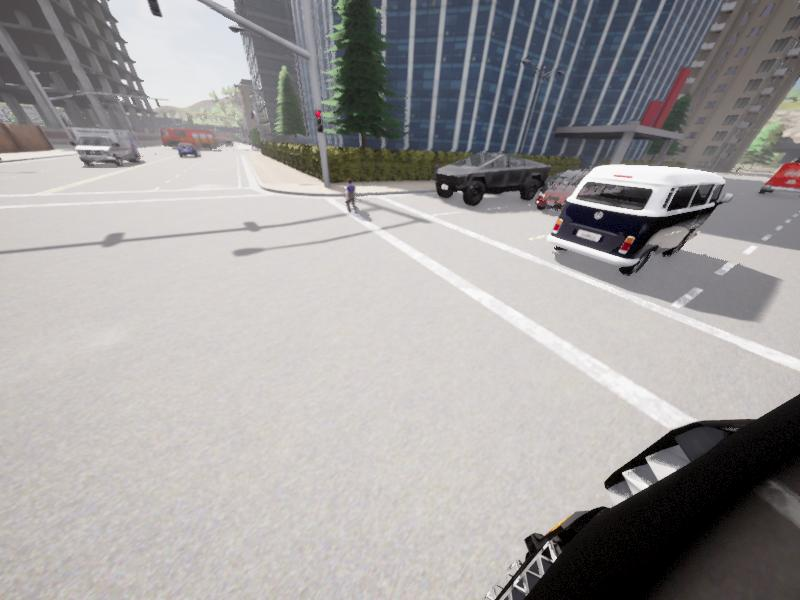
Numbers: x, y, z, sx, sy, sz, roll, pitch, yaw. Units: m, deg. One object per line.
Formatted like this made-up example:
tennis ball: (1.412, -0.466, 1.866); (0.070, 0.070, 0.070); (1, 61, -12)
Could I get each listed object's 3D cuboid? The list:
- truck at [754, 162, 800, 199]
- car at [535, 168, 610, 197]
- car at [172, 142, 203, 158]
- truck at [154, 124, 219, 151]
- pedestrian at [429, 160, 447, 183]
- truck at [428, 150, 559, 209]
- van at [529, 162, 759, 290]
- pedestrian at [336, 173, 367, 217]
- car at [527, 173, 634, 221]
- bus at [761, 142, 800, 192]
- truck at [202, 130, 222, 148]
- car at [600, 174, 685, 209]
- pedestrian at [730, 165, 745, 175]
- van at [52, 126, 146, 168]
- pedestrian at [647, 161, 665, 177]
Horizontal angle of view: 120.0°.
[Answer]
truck: (34.302, -10.407, 19.987); (5.204, 2.467, 2.627); (-16, 38, -26)
car: (11.562, -7.959, 15.500); (4.674, 1.442, 1.812); (-16, 38, -26)
car: (-27.653, -19.653, 30.251); (2.007, 1.525, 4.514); (-15, 37, -25)
truck: (-41.495, -31.839, 45.531); (8.468, 3.827, 2.891); (-17, 38, -27)
pedestrian: (2.665, -9.082, 16.340); (0.751, 1.300, 0.751); (-16, 38, -26)
truck: (4.781, -6.290, 11.877); (6.274, 2.098, 2.390); (-16, 38, -26)
van: (5.870, -2.112, 5.698); (4.480, 2.038, 2.069); (-16, 38, -26)
pedestrian: (-1.741, -3.797, 8.339); (0.751, 1.300, 0.751); (-20, 40, -30)
car: (8.075, -4.741, 10.351); (4.193, 1.474, 1.816); (-16, 38, -26)
bus: (45.748, -14.496, 25.392); (10.273, 4.253, 3.944); (-16, 38, -26)
truck: (-52.562, -45.146, 64.802); (2.891, 3.827, 8.468); (-16, 38, -26)
car: (14.119, -6.431, 13.452); (4.181, 1.385, 1.994); (-17, 38, -27)
pedestrian: (72.884, -28.162, 49.915); (0.751, 1.860, 0.751); (19, 37, 22)
van: (-23.819, -12.441, 18.828); (2.351, 2.431, 6.366); (-16, 38, -26)
pedestrian: (35.899, -18.405, 32.406); (0.751, 1.860, 0.751); (-17, 38, -27)
